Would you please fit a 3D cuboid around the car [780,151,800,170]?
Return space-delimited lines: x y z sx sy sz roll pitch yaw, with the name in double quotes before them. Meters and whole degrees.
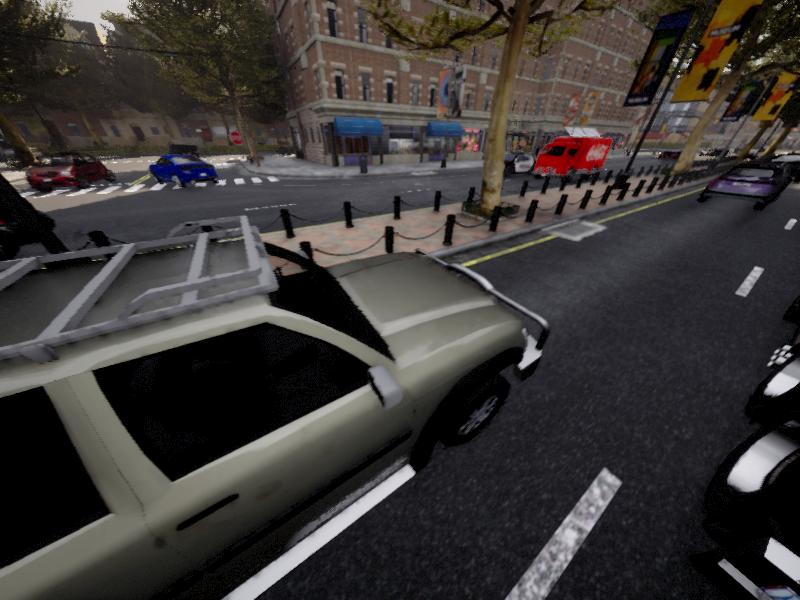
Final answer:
"car" 41.211 -14.192 23.486 3.806 1.475 1.970 -19 39 -26

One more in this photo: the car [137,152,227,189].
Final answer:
"car" -13.042 -7.832 13.815 5.008 1.535 1.882 19 39 25

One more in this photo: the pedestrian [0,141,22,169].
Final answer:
"pedestrian" -31.744 -11.527 18.375 0.751 1.860 0.751 -21 40 -28

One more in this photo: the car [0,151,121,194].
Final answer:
"car" -18.091 -7.126 12.695 1.851 1.617 3.988 -14 37 -19

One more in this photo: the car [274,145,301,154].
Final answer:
"car" -20.864 -27.966 42.853 4.181 1.385 1.994 -18 39 -24

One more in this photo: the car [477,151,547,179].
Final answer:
"car" 8.646 -10.495 17.842 4.974 1.542 2.038 -19 39 -26

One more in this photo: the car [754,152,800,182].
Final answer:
"car" 28.924 -9.937 17.116 5.238 1.638 1.930 -19 39 -26

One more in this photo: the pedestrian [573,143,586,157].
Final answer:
"pedestrian" 27.702 -23.171 35.639 0.751 1.860 0.751 -17 39 -24

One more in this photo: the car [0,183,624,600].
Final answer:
"car" -1.107 0.524 1.600 4.605 1.855 1.932 -19 39 -26

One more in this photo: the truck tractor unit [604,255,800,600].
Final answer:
"truck tractor unit" 5.096 -0.314 0.806 6.516 4.208 3.053 -19 39 -25

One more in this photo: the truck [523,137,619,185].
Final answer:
"truck" 11.527 -9.541 15.669 5.204 2.467 2.627 -19 39 -26

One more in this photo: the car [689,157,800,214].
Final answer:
"car" 15.588 -5.241 10.258 4.856 1.649 2.033 -19 39 -26

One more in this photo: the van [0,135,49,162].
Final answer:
"van" -46.156 -17.134 26.126 6.366 2.431 2.351 -19 39 -26

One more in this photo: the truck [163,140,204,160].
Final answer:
"truck" -28.860 -20.034 30.735 6.274 2.098 2.390 28 43 34

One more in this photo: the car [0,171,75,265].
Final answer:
"car" -10.466 -1.455 4.603 3.988 1.617 1.851 -19 39 -26
